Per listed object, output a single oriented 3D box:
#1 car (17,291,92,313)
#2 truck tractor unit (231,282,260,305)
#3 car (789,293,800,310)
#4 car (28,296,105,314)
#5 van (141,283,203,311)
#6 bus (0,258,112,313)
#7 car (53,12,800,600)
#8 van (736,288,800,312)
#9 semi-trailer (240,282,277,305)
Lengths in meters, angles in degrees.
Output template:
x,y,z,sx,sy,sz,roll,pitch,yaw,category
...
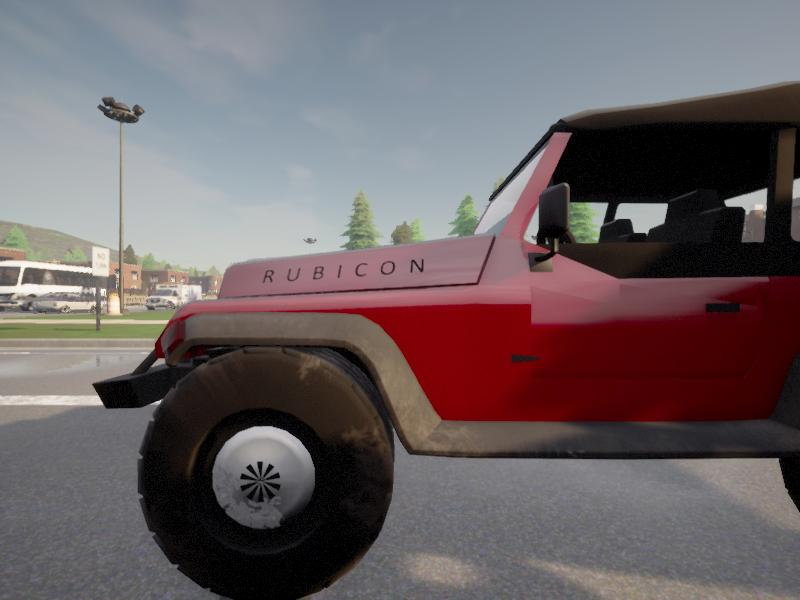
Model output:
x,y,z,sx,sy,sz,roll,pitch,yaw,category
-28.313,0.154,33.034,2.242,1.667,4.611,0,0,-1,car
-28.836,-1.119,74.925,3.053,4.208,6.516,0,0,-1,truck tractor unit
40.078,0.158,37.760,2.242,1.667,4.611,0,0,-1,car
-24.779,0.342,30.037,1.895,1.301,4.718,0,0,-1,car
-21.377,-0.224,37.939,2.351,2.431,6.366,0,0,-1,van
-31.734,-1.134,36.299,3.944,4.253,10.273,0,0,-1,bus
0.853,0.046,2.203,3.866,1.878,1.905,0,0,0,car
33.093,0.002,36.100,1.775,1.987,4.442,0,0,-1,van
-28.916,-1.219,82.837,2.717,4.402,14.254,0,0,0,semi-trailer
